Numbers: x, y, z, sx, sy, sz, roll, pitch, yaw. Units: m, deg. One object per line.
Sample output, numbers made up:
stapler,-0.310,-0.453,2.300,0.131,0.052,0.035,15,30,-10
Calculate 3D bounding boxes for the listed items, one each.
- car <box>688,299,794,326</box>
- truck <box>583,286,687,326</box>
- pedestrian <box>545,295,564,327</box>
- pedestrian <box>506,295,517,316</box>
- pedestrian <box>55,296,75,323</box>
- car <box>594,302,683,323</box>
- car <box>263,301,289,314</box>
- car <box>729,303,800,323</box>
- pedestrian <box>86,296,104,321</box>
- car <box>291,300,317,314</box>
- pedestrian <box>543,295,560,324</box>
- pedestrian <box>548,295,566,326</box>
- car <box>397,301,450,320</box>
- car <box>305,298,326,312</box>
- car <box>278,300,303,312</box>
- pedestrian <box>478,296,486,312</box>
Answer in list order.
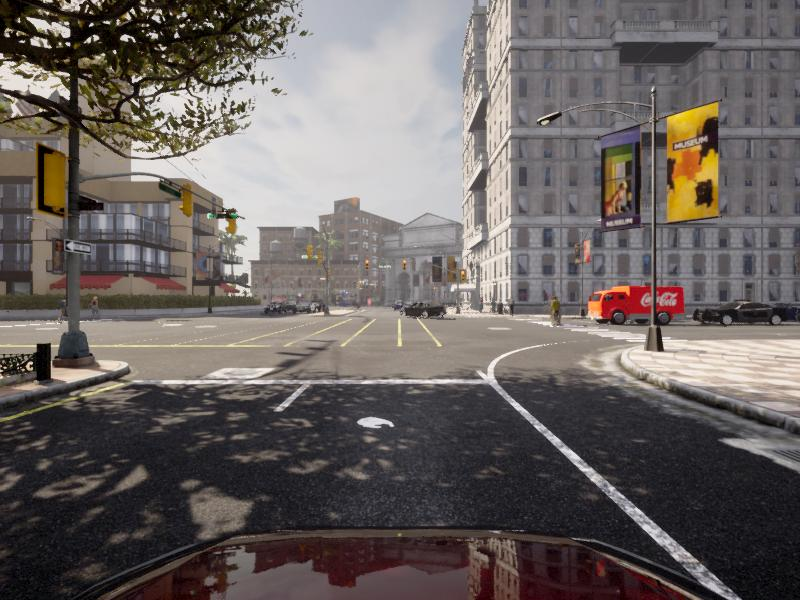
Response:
car,21.859,0.770,25.810,5.238,1.638,1.930,0,0,0
truck,14.979,0.356,25.775,5.204,2.467,2.627,0,0,0
pedestrian,9.328,0.637,24.123,0.751,1.860,0.751,0,0,-19
pedestrian,9.910,0.484,35.497,0.751,1.860,0.751,0,0,-2
pedestrian,-23.390,0.637,27.923,0.751,1.860,0.751,0,0,2
car,17.350,0.894,29.290,5.357,1.411,2.033,0,0,0
car,-14.984,0.852,48.417,1.970,1.475,3.806,0,0,0
car,26.991,0.906,29.322,4.181,1.385,1.994,0,0,0
pedestrian,-22.816,0.637,29.926,0.751,1.860,0.751,0,0,0
car,-11.489,0.825,48.237,2.038,1.542,4.974,0,0,0
pedestrian,9.974,0.637,26.307,0.751,1.860,0.751,0,0,-13
pedestrian,9.739,0.636,24.815,0.751,1.860,0.751,0,0,-20
car,1.992,0.844,34.854,1.837,1.490,4.892,-2,1,-38
car,-11.485,0.651,54.488,1.932,1.855,4.605,0,0,0
car,-14.985,0.770,55.106,1.930,1.638,5.238,0,0,0
pedestrian,9.493,0.484,46.434,0.751,1.860,0.751,0,0,2
